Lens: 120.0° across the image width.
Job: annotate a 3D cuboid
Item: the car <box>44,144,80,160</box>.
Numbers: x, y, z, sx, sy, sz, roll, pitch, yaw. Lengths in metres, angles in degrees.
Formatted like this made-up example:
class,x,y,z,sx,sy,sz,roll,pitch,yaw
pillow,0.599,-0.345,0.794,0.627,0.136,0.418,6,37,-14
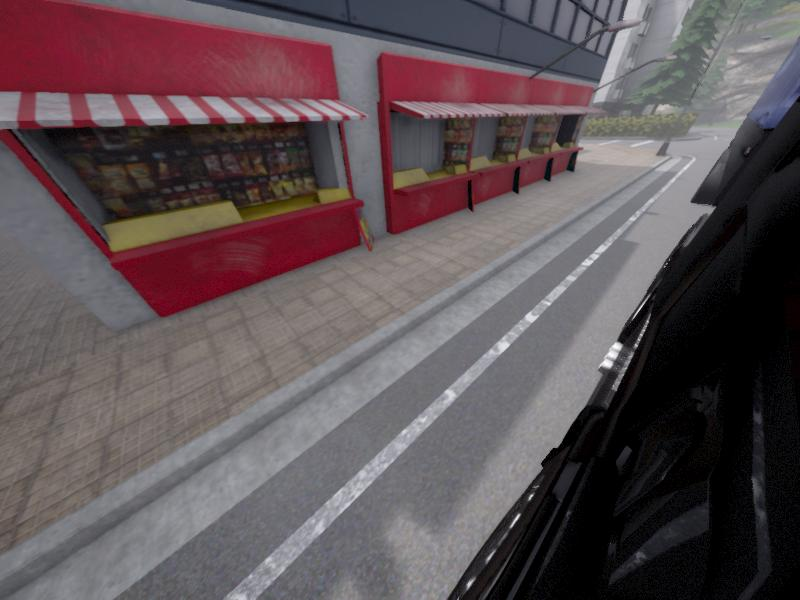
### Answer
class,x,y,z,sx,sy,sz,roll,pitch,yaw
car,-53.661,-23.652,36.795,1.932,1.855,4.605,-30,45,-31

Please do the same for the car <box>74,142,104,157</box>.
class,x,y,z,sx,sy,sz,roll,pitch,yaw
car,-51.778,-25.079,38.536,1.905,1.878,3.866,-30,45,-31

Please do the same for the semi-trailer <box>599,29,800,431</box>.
class,x,y,z,sx,sy,sz,roll,pitch,yaw
semi-trailer,8.627,-3.663,4.282,14.254,4.402,2.717,-29,44,-30

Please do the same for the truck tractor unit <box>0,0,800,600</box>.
class,x,y,z,sx,sy,sz,roll,pitch,yaw
truck tractor unit,2.645,-0.295,0.351,6.516,4.208,3.053,-28,44,-30
